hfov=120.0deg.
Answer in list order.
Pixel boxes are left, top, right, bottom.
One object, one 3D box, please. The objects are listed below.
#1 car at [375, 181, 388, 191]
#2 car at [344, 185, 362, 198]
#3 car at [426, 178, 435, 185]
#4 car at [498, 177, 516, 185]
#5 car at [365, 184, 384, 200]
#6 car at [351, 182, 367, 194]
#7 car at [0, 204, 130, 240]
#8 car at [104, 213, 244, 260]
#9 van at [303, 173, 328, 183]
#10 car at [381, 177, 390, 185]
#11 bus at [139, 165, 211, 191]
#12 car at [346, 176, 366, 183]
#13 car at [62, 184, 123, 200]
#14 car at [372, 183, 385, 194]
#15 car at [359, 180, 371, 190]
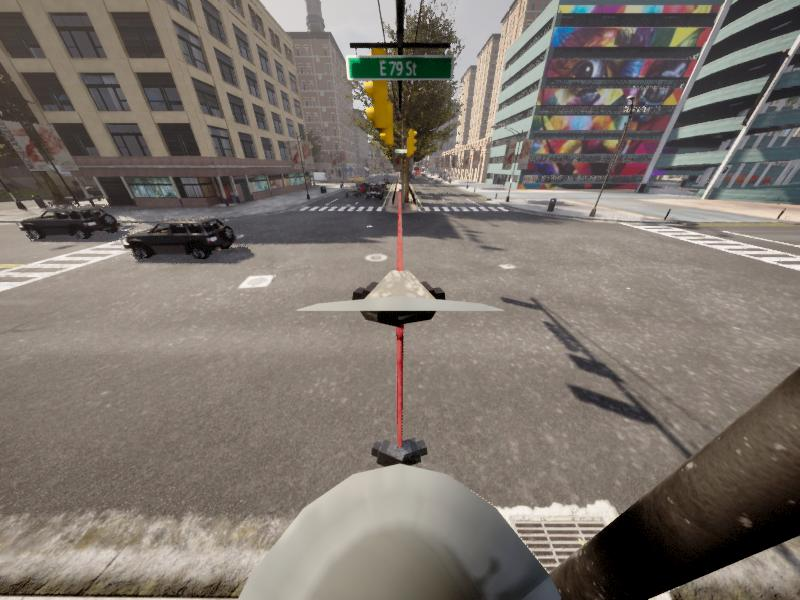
[{"bbox_3d":[-3.663,-22.793,45.972,2.128,1.511,4.902,0,30,0],"label":"car"},{"bbox_3d":[-7.151,-16.750,35.573,1.812,1.442,4.674,0,30,0],"label":"car"},{"bbox_3d":[7.880,-30.527,59.349,1.845,1.501,3.633,0,30,0],"label":"car"},{"bbox_3d":[27.196,-30.383,58.961,2.161,1.482,4.786,0,30,0],"label":"car"},{"bbox_3d":[-3.698,-15.908,33.887,2.242,1.667,4.611,0,30,0],"label":"car"},{"bbox_3d":[-7.178,-20.111,41.312,2.007,1.525,4.514,0,30,0],"label":"car"},{"bbox_3d":[-21.180,-5.035,14.847,4.605,1.855,1.932,0,30,0],"label":"car"},{"bbox_3d":[-11.103,-3.253,11.755,4.605,1.855,1.932,0,30,1],"label":"car"},{"bbox_3d":[-23.913,-34.661,65.502,5.915,2.561,1.988,-1,30,-2],"label":"van"},{"bbox_3d":[-3.627,-30.111,58.551,1.851,1.617,3.988,0,30,0],"label":"car"},{"bbox_3d":[-45.255,-25.181,47.367,3.944,4.253,10.273,0,30,0],"label":"bus"},{"bbox_3d":[-12.851,-35.188,67.371,5.366,1.575,1.801,-21,36,-31],"label":"car"},{"bbox_3d":[-45.142,-16.058,34.177,1.930,1.638,5.238,0,30,0],"label":"car"},{"bbox_3d":[-3.683,-19.398,40.235,1.994,1.385,4.181,0,30,0],"label":"car"},{"bbox_3d":[-7.193,-23.785,47.709,1.837,1.490,4.892,0,30,0],"label":"car"}]
